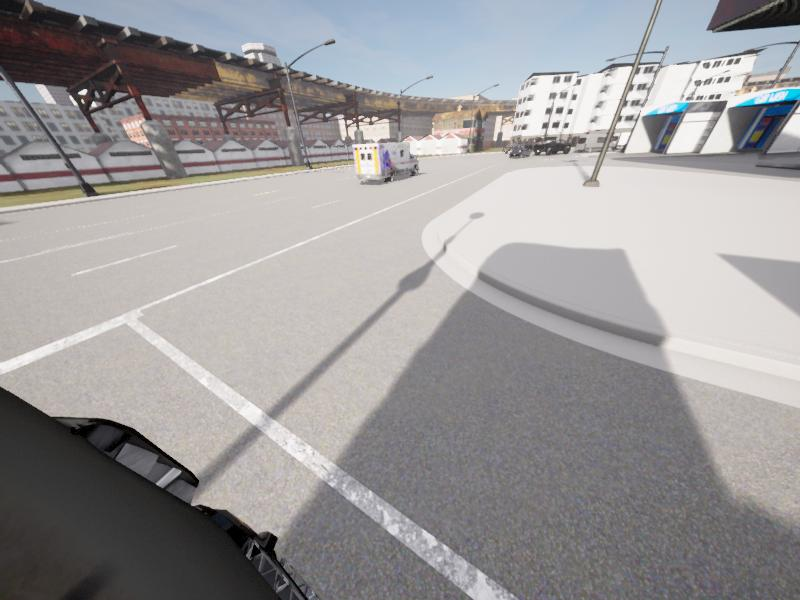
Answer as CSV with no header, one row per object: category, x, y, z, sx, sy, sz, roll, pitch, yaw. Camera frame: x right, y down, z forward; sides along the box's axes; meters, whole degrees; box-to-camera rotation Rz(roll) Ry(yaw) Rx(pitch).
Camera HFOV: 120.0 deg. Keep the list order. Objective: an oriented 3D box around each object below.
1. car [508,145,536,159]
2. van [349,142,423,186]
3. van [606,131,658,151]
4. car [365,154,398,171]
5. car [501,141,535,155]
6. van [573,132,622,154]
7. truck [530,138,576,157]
car,17.801,-21.661,33.820,3.633,1.501,1.845,-25,39,-29
van,-0.767,-10.829,18.148,2.351,2.431,6.366,17,39,28
van,40.764,-28.092,40.785,5.915,2.561,1.988,0,34,4
car,-2.120,-16.553,27.746,1.970,1.475,3.806,16,38,26
car,23.235,-30.101,45.649,5.566,2.045,2.150,-11,34,-12
van,32.269,-25.755,37.934,5.915,2.561,1.988,-7,34,-7
truck,24.159,-24.139,36.538,6.274,2.098,2.390,-17,36,-20
